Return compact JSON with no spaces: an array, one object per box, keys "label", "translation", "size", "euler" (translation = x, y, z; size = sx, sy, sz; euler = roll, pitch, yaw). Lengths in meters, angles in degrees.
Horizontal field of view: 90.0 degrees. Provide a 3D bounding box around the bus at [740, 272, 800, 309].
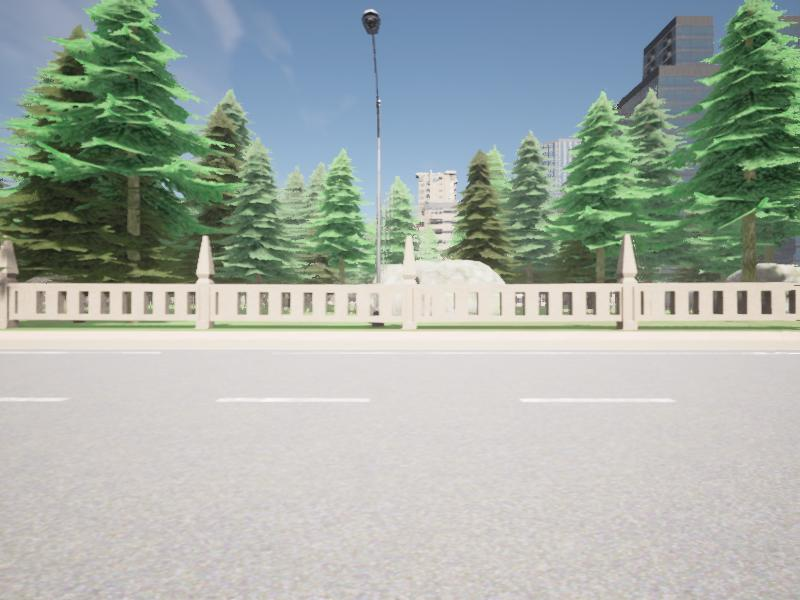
[{"label":"bus","translation":[47.778,-1.100,48.723],"size":[3.944,4.253,10.273],"euler":[0,0,0]}]
